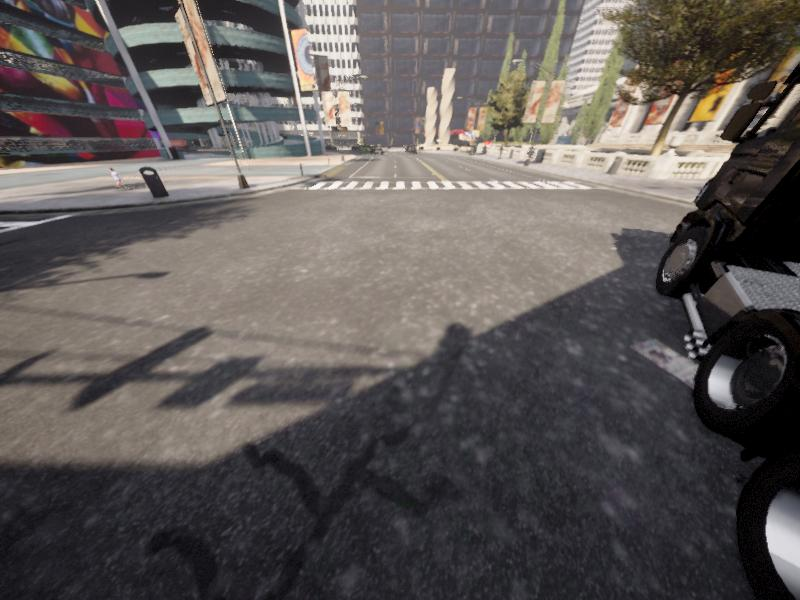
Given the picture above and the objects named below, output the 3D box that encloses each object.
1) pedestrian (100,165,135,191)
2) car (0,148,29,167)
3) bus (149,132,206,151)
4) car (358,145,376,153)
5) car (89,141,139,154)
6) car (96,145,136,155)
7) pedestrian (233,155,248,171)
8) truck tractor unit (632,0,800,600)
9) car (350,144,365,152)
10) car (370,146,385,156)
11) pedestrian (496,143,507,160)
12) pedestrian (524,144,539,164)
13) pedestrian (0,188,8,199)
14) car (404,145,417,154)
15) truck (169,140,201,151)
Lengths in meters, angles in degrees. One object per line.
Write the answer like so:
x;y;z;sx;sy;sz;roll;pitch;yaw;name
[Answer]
-14.279;-6.172;11.708;0.500;1.100;0.500;5;35;8;pedestrian
-41.818;-14.294;23.188;4.902;1.511;2.128;-1;35;-1;car
-61.425;-43.989;64.024;10.273;4.253;3.944;-1;35;-1;bus
-7.683;-35.275;53.871;2.007;1.525;4.514;-25;42;-31;car
-54.411;-29.175;44.148;5.566;2.045;2.435;-1;35;-1;car
-54.469;-28.851;44.369;4.514;1.523;2.007;-1;35;-1;car
-13.422;-11.528;19.478;0.500;1.100;0.500;4;35;5;pedestrian
4.609;-0.626;1.255;3.053;4.208;6.516;24;41;30;truck tractor unit
-11.231;-40.124;60.861;3.705;1.549;1.789;22;40;28;car
-4.129;-27.293;42.273;1.789;1.549;3.705;-10;36;-15;car
13.631;-20.015;31.161;0.751;1.860;0.751;-1;35;-2;pedestrian
14.371;-15.961;25.280;0.751;1.860;0.751;3;35;4;pedestrian
-18.144;-5.224;9.658;0.751;1.860;0.751;6;35;8;pedestrian
2.303;-32.681;50.051;1.851;1.617;3.988;-7;35;-11;car
-57.334;-41.252;61.634;5.204;2.467;2.627;-1;35;-1;truck
